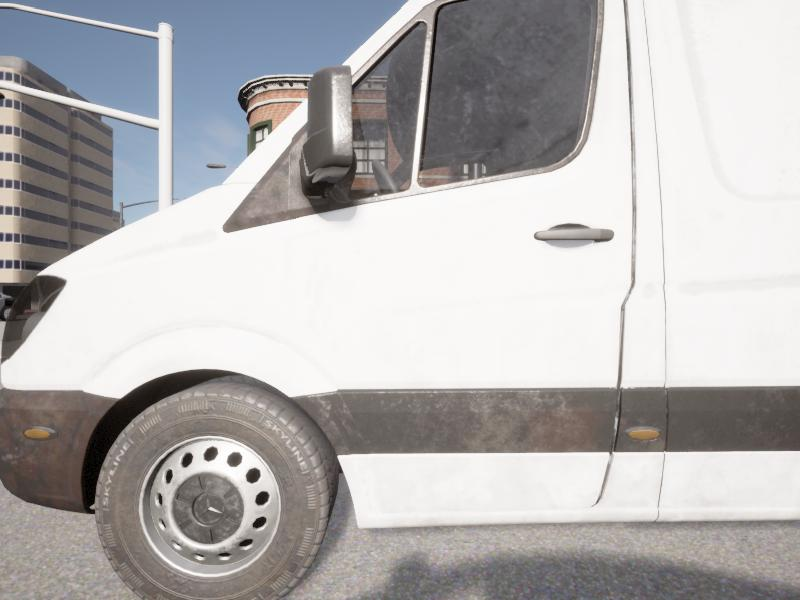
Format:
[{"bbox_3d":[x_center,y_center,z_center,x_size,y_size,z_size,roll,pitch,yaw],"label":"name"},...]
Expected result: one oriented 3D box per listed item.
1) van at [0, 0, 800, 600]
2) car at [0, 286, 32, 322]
[{"bbox_3d":[1.351,-0.278,2.210,5.915,2.561,1.988,0,0,0],"label":"van"},{"bbox_3d":[-18.959,0.171,16.969,1.930,1.638,5.238,0,0,-1],"label":"car"}]
